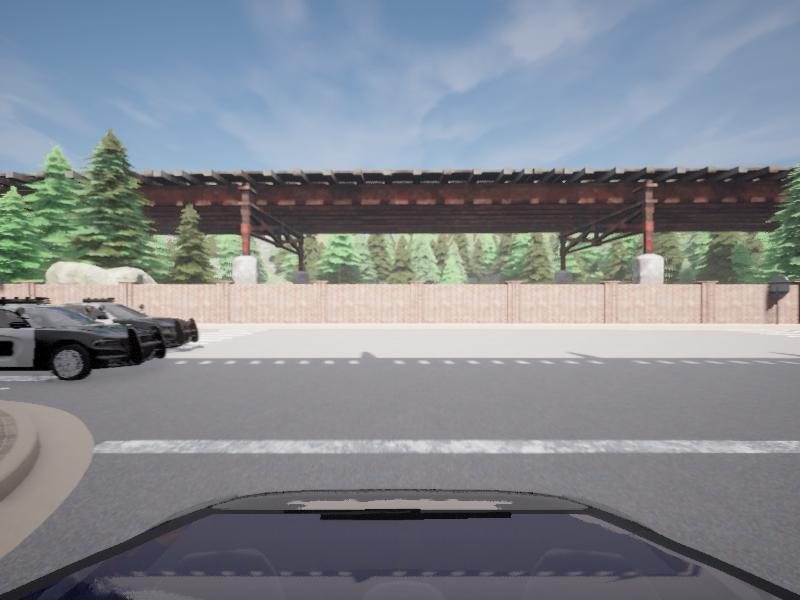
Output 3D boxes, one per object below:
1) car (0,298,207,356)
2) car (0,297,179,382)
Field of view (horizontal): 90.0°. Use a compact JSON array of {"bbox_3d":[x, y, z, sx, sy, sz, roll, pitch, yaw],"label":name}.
[{"bbox_3d":[-8.945,0.756,12.143,5.238,1.638,1.930,0,0,-1],"label":"car"},{"bbox_3d":[-7.937,0.760,8.652,5.238,1.638,1.930,0,0,-1],"label":"car"}]
